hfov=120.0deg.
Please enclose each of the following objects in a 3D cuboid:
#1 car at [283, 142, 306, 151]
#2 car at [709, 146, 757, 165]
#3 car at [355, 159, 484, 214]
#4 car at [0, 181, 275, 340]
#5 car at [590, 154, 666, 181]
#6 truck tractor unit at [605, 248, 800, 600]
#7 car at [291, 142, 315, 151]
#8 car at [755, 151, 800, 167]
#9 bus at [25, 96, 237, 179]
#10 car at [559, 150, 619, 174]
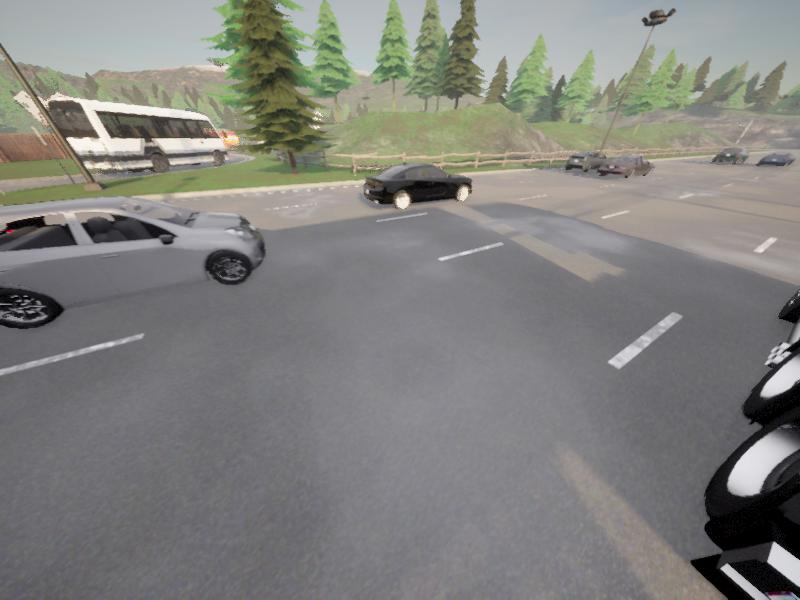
[{"bbox_3d":[-25.674,-37.580,56.472,4.611,1.667,2.242,-18,39,-24],"label":"car"},{"bbox_3d":[41.162,-17.917,28.536,4.553,1.767,2.097,-18,39,-24],"label":"car"},{"bbox_3d":[0.882,-4.995,9.848,5.008,1.535,1.882,-17,39,-24],"label":"car"},{"bbox_3d":[-4.494,-0.986,4.047,3.633,1.501,1.845,-18,39,-24],"label":"car"},{"bbox_3d":[17.280,-10.152,17.525,5.357,1.411,2.033,-18,39,-24],"label":"car"},{"bbox_3d":[5.082,-0.330,0.817,6.516,4.208,3.053,-19,40,-25],"label":"truck tractor unit"},{"bbox_3d":[-22.806,-36.196,54.506,4.611,1.667,2.242,-18,39,-24],"label":"car"},{"bbox_3d":[42.842,-15.981,26.142,4.181,1.385,1.994,-18,39,-24],"label":"car"},{"bbox_3d":[-19.690,-13.092,18.936,3.944,4.253,10.273,6,35,7],"label":"bus"},{"bbox_3d":[16.838,-12.362,20.583,4.514,1.525,2.007,-18,39,-24],"label":"car"}]
